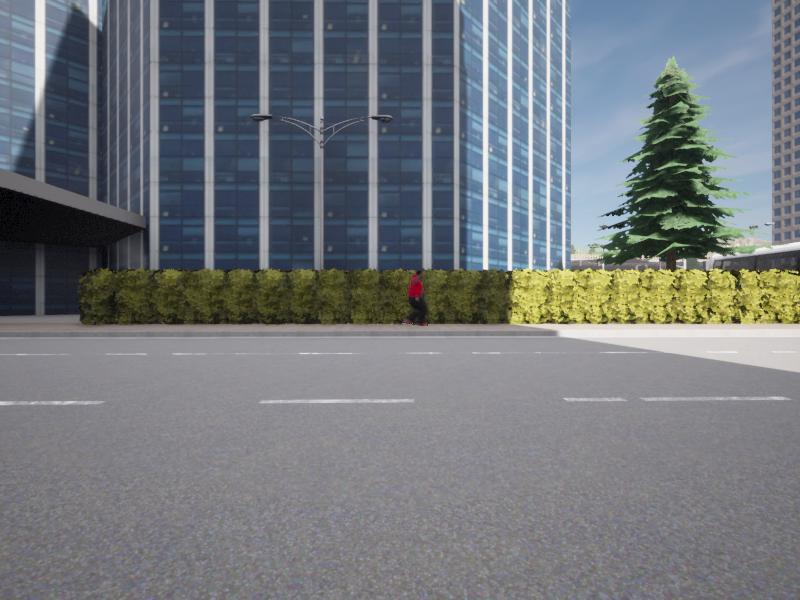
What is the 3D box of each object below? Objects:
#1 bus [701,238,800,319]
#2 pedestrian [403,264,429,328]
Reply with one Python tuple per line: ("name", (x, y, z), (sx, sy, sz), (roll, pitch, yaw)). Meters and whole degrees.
("bus", (23.015, -1.134, 22.731), (3.944, 4.253, 10.273), (0, 0, -1))
("pedestrian", (0.480, -0.115, 12.038), (0.751, 1.860, 0.751), (0, 0, 2))
